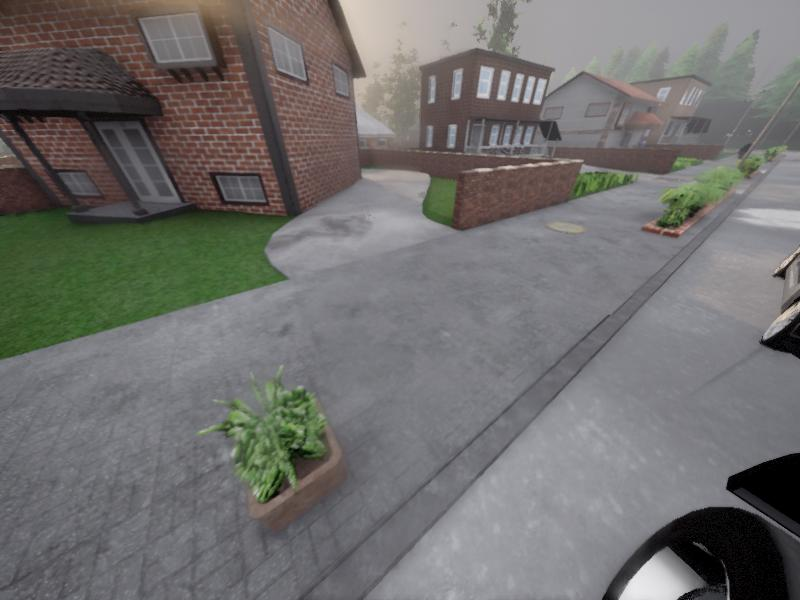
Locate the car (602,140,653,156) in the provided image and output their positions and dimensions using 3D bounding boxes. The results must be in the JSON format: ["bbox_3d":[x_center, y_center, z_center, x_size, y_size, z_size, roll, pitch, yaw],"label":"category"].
[{"bbox_3d":[26.654,-17.953,27.222,1.845,1.501,3.633,-22,41,-28],"label":"car"}]

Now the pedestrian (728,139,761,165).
[{"bbox_3d":[29.906,-12.858,20.070,0.751,1.860,0.751,-22,40,-27],"label":"pedestrian"}]

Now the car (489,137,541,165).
[{"bbox_3d":[9.836,-12.828,19.806,3.866,1.878,1.905,-22,41,-28],"label":"car"}]

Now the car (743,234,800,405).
[{"bbox_3d":[6.552,-0.188,2.707,5.238,1.638,1.930,-22,41,-28],"label":"car"}]
